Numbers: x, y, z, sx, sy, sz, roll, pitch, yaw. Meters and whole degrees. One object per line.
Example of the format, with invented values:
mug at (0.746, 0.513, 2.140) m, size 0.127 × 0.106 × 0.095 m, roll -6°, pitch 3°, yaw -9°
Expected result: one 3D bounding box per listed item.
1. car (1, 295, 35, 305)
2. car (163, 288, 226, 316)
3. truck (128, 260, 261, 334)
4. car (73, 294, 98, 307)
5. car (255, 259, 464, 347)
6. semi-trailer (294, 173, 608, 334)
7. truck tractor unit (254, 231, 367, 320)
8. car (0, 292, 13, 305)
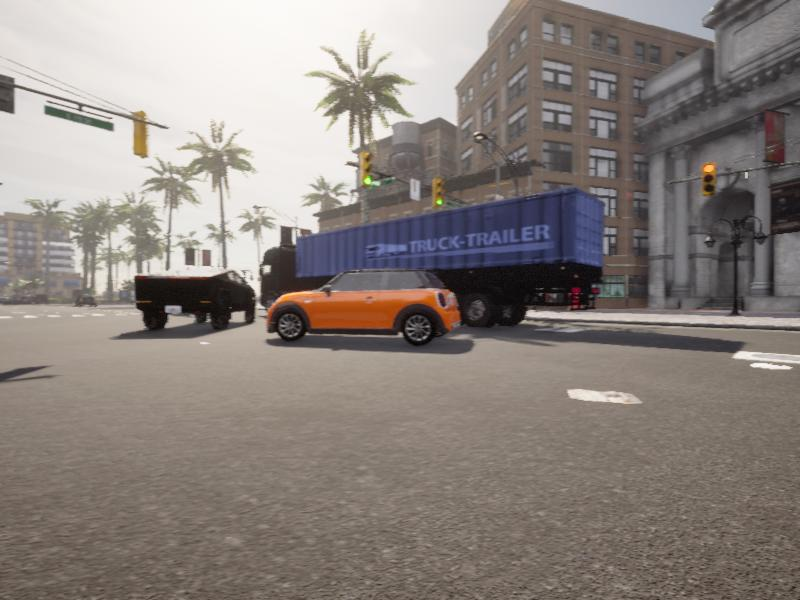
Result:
car at (-63.793, 0.048, 66.762) m, size 4.611 × 1.667 × 2.242 m, roll 0°, pitch 0°, yaw 20°
car at (-12.813, 0.125, 24.729) m, size 5.366 × 1.575 × 1.801 m, roll 0°, pitch 0°, yaw 43°
truck at (-7.004, -0.103, 14.675) m, size 2.390 × 2.098 × 6.274 m, roll 0°, pitch 0°, yaw -8°
car at (-38.662, 0.052, 49.221) m, size 3.988 × 1.617 × 1.851 m, roll 0°, pitch 0°, yaw 43°
car at (-0.874, 0.060, 9.643) m, size 4.553 × 1.767 × 2.097 m, roll 0°, pitch 0°, yaw 17°
semi-trailer at (0.598, -1.278, 16.835) m, size 14.254 × 4.402 × 2.717 m, roll 0°, pitch 0°, yaw 44°
truck tractor unit at (-5.143, -1.197, 22.284) m, size 6.516 × 4.208 × 3.053 m, roll 0°, pitch 0°, yaw 44°
car at (-63.145, -0.190, 62.609) m, size 5.566 × 2.045 × 2.150 m, roll 0°, pitch 0°, yaw 28°
